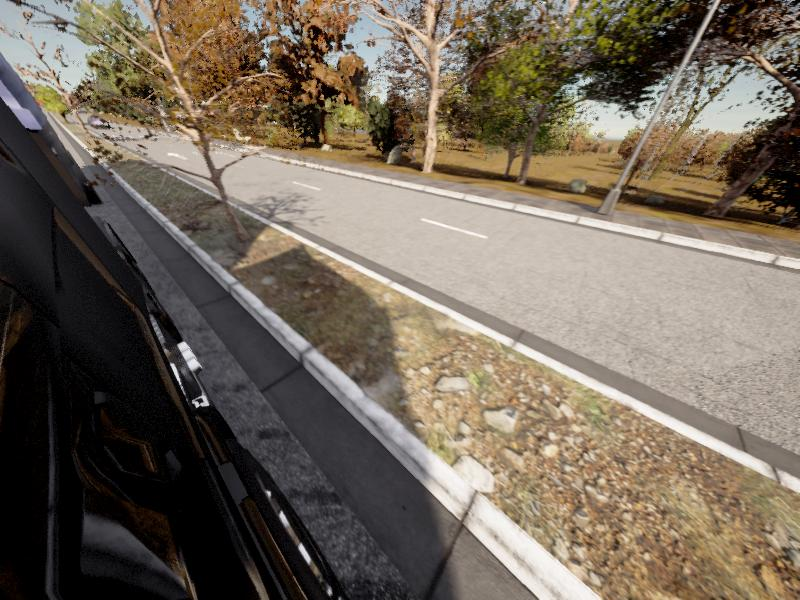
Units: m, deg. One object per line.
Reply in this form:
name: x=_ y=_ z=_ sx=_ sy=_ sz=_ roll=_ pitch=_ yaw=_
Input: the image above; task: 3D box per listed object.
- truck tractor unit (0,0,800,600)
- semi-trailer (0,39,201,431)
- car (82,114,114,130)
truck tractor unit: x=-2.645 y=-0.295 z=0.351 sx=6.516 sy=4.208 sz=3.053 roll=28 pitch=44 yaw=30
semi-trailer: x=-8.693 y=-3.610 z=4.233 sx=14.254 sy=4.402 sz=2.717 roll=28 pitch=43 yaw=30
car: x=-45.401 y=-26.806 z=34.728 sx=4.856 sy=1.649 sz=2.033 roll=29 pitch=44 yaw=29
